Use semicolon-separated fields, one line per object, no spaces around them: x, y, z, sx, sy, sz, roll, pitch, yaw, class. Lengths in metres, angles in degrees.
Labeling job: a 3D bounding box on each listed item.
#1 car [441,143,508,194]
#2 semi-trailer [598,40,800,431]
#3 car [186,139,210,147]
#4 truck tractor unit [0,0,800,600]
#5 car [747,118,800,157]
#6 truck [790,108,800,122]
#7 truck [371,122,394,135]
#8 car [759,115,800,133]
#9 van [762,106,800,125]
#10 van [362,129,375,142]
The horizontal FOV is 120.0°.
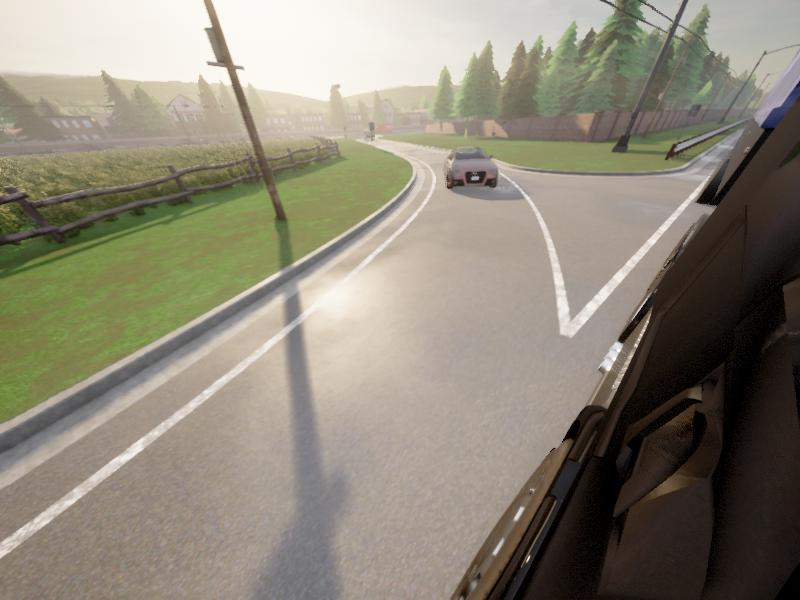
3.025;-6.004;10.323;1.994;1.385;4.181;1;37;5;car
8.678;-3.622;4.243;14.254;4.402;2.717;-28;44;-30;semi-trailer
-55.763;-43.292;63.746;4.792;1.488;2.163;-27;43;-29;car
2.645;-0.295;0.351;6.516;4.208;3.053;-28;44;-30;truck tractor unit
23.626;-9.923;14.014;5.027;1.651;2.152;-27;43;-29;car
78.494;-36.313;43.834;8.468;3.827;2.891;-27;43;-29;truck
-6.781;-66.509;89.590;8.468;3.827;2.891;-27;43;-29;truck
43.861;-20.256;26.610;4.792;1.488;2.163;-27;43;-29;car
65.049;-31.529;39.482;6.366;2.431;2.351;-27;43;-29;van
-6.824;-35.590;49.854;2.069;2.038;4.480;-11;38;-10;van
